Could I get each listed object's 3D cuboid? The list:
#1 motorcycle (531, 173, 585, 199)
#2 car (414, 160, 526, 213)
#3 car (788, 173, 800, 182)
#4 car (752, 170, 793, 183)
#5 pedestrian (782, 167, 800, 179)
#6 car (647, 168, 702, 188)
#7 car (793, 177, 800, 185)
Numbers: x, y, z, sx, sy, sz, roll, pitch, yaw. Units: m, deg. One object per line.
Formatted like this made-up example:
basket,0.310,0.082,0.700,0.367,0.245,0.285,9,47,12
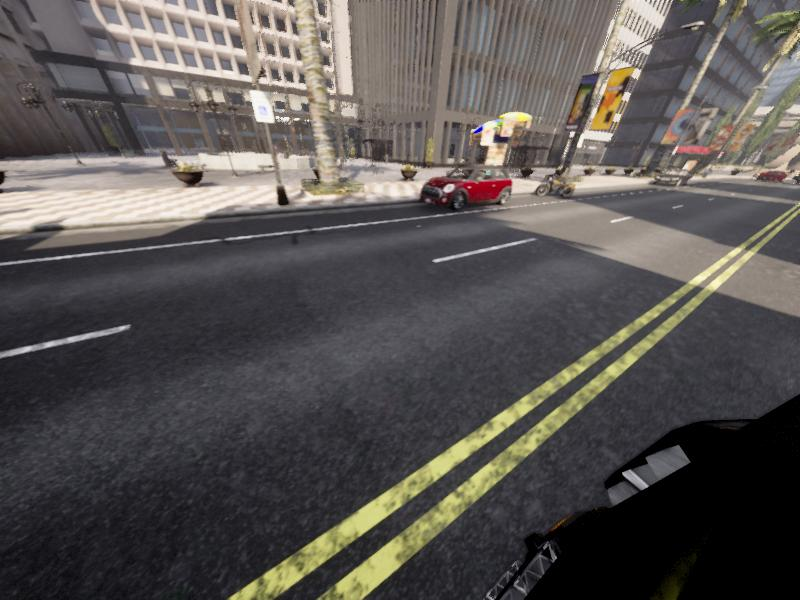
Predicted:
motorcycle,9.608,-6.987,14.161,2.356,1.277,0.764,2,33,-2
car,3.219,-5.440,10.845,4.553,1.767,2.185,-16,38,-26
car,67.749,-20.094,38.084,4.718,1.301,1.895,-3,34,-9
car,56.752,-18.838,35.193,5.008,1.535,1.882,-12,36,-21
pedestrian,75.264,-24.486,44.458,0.751,1.860,0.751,-2,34,-7
car,28.471,-12.749,23.954,4.892,1.521,2.231,-16,38,-26
car,58.862,-17.125,32.821,4.674,1.442,1.812,-12,36,-21
